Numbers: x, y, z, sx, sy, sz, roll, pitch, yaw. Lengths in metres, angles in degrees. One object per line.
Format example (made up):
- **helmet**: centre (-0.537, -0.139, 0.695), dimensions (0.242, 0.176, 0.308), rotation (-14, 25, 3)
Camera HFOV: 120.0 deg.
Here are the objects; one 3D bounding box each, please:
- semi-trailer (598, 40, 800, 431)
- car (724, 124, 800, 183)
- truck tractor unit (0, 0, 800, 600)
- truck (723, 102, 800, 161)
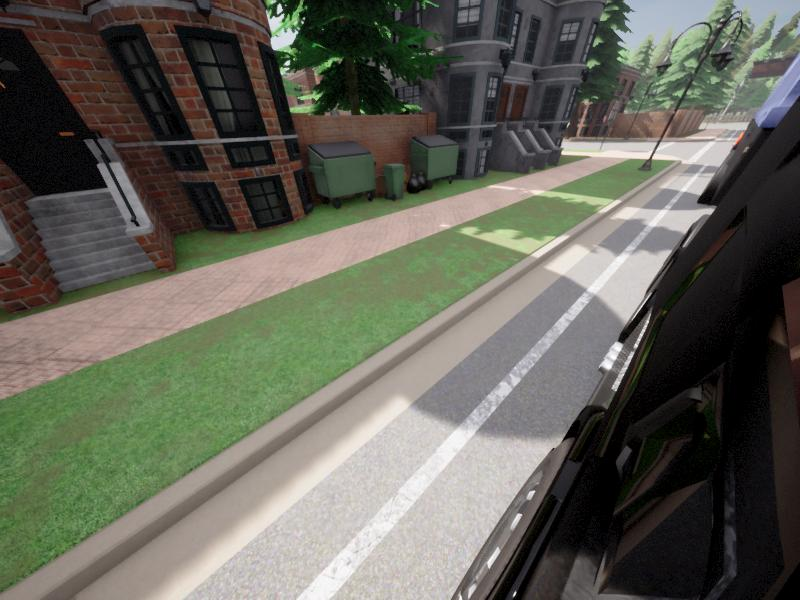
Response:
- **semi-trailer**: centre (8.695, -3.606, 4.233), dimensions (14.254, 4.402, 2.717), rotation (-28, 44, -30)
- **car**: centre (16.109, -6.400, 9.850), dimensions (5.238, 1.638, 1.930), rotation (-28, 44, -30)
- **truck tractor unit**: centre (2.645, -0.295, 0.351), dimensions (6.516, 4.208, 3.053), rotation (-28, 44, -30)
- **truck**: centre (21.915, -9.846, 13.388), dimensions (5.204, 2.467, 2.627), rotation (-28, 44, -30)
